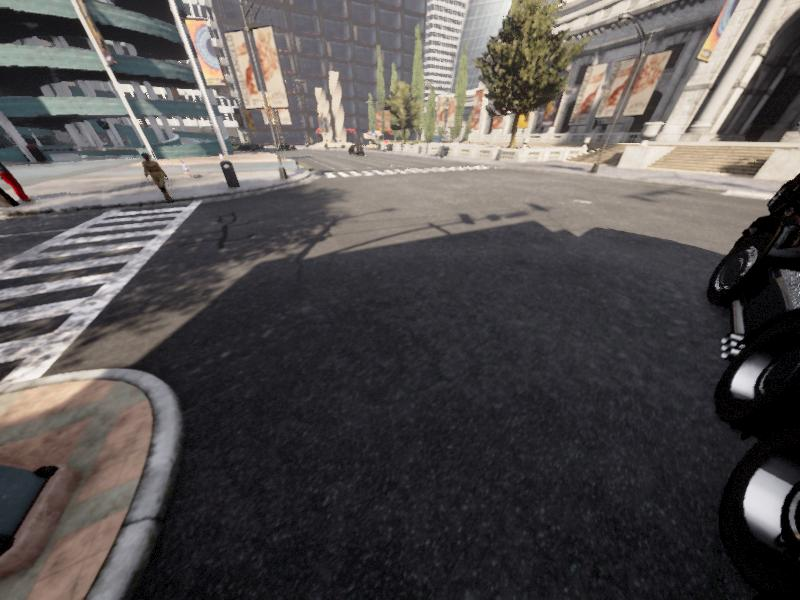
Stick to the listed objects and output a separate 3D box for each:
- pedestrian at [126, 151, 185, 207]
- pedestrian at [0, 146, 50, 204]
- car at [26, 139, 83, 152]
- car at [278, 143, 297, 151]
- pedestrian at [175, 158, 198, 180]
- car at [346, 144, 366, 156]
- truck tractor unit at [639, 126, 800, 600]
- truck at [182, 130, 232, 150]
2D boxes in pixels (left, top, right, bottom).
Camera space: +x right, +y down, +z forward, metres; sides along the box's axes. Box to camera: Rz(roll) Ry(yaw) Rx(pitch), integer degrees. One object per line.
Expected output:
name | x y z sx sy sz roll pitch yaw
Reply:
pedestrian | -9.617 -4.812 9.189 0.751 1.860 0.751 -15 38 -21
pedestrian | -15.004 -4.763 8.807 0.751 1.860 0.751 -9 36 -13
car | -68.055 -30.577 45.691 5.566 2.045 2.150 -16 38 -22
car | -26.642 -36.369 54.774 3.705 1.549 1.789 14 37 19
pedestrian | -13.260 -8.144 14.355 0.500 1.100 0.500 -6 35 -8
car | -7.517 -25.451 39.178 1.851 1.617 3.988 -17 38 -23
truck tractor unit | 4.856 -0.500 1.060 6.516 4.208 3.053 -28 44 -34
truck | -47.653 -39.640 57.329 8.468 3.827 2.891 -3 35 -4
